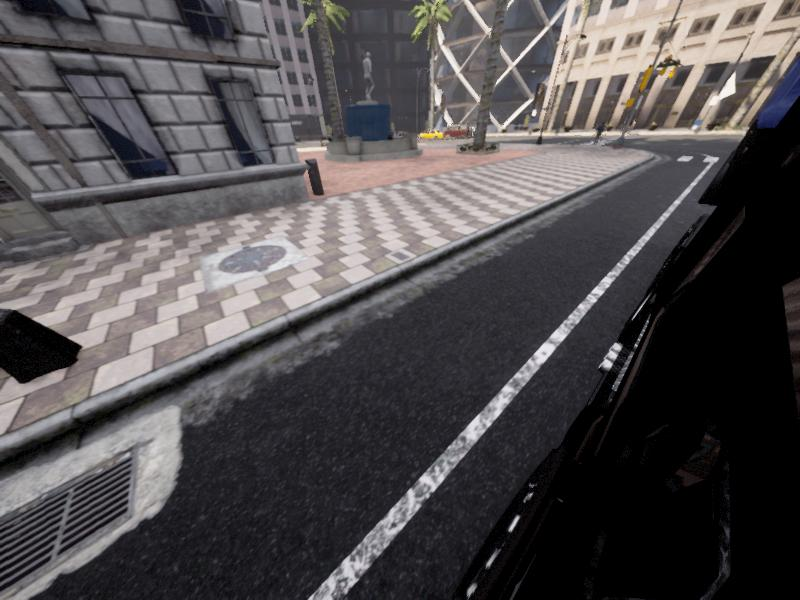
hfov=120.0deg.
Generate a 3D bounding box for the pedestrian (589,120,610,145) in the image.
[{"bbox_3d":[18.736,-15.701,21.706,0.751,1.860,0.751,-30,45,-32],"label":"pedestrian"}]

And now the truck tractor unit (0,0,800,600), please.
[{"bbox_3d":[2.645,-0.295,0.351,6.516,4.208,3.053,-28,44,-30],"label":"truck tractor unit"}]

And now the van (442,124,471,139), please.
[{"bbox_3d":[10.059,-29.948,41.151,4.442,1.987,1.775,17,41,24],"label":"van"}]

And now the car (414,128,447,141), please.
[{"bbox_3d":[5.246,-28.748,40.208,5.366,1.575,1.801,13,40,20],"label":"car"}]

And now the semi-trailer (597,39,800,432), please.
[{"bbox_3d":[8.707,-3.609,4.204,14.254,4.402,2.717,-28,44,-29],"label":"semi-trailer"}]
